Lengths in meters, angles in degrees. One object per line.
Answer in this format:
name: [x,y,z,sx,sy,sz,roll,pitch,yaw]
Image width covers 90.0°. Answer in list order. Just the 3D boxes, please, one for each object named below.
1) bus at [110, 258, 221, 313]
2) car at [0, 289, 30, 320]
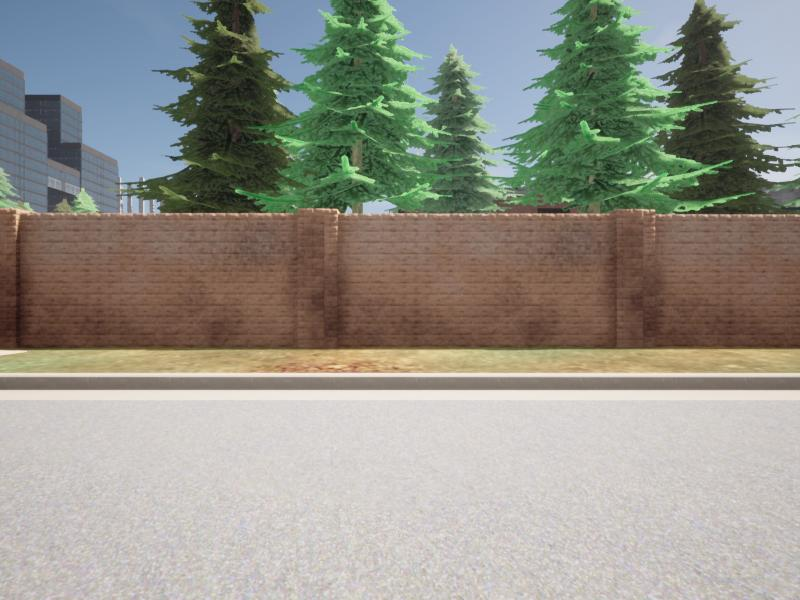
bus: [-20.268,-1.137,35.785,3.944,4.253,10.273,0,0,0]
car: [-20.327,0.227,19.166,1.845,1.501,3.633,0,0,0]
